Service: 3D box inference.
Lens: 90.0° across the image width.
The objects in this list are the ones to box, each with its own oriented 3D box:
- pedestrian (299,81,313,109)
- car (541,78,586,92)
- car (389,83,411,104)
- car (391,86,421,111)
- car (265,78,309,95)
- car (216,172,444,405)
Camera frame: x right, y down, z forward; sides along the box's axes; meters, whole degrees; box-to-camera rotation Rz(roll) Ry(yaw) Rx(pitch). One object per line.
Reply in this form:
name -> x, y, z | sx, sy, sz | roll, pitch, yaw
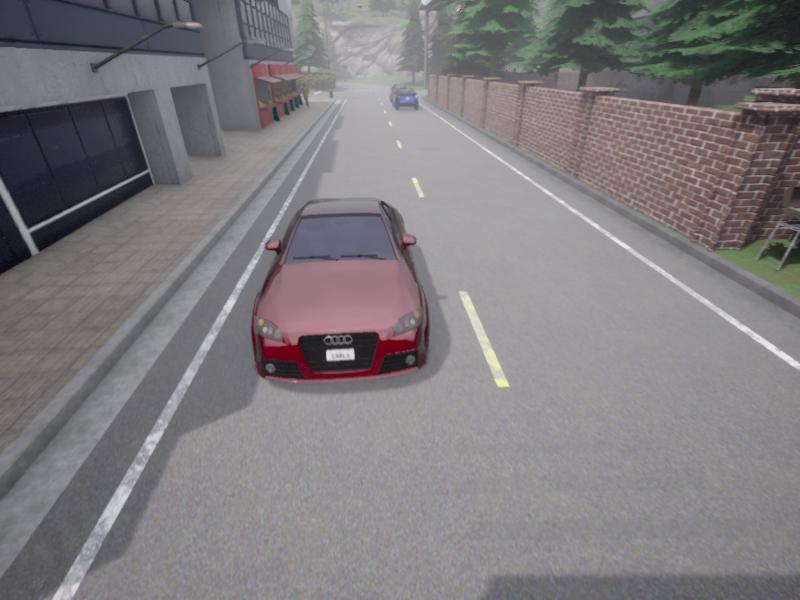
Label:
pedestrian -> -7.150, -15.658, 30.598 | 0.751, 1.860, 0.751 | -3, 30, -5
car -> 20.333, -26.798, 49.807 | 4.674, 1.442, 1.812 | -3, 30, -4
car -> -0.060, -19.619, 37.957 | 1.789, 1.549, 3.705 | -2, 30, -4
car -> 0.418, -16.375, 32.440 | 2.007, 1.525, 4.514 | -2, 30, -4
car -> -13.243, -25.300, 47.305 | 4.611, 1.667, 2.242 | -4, 31, -6
car -> -0.780, -0.603, 5.674 | 1.994, 1.385, 4.181 | -3, 30, -4
